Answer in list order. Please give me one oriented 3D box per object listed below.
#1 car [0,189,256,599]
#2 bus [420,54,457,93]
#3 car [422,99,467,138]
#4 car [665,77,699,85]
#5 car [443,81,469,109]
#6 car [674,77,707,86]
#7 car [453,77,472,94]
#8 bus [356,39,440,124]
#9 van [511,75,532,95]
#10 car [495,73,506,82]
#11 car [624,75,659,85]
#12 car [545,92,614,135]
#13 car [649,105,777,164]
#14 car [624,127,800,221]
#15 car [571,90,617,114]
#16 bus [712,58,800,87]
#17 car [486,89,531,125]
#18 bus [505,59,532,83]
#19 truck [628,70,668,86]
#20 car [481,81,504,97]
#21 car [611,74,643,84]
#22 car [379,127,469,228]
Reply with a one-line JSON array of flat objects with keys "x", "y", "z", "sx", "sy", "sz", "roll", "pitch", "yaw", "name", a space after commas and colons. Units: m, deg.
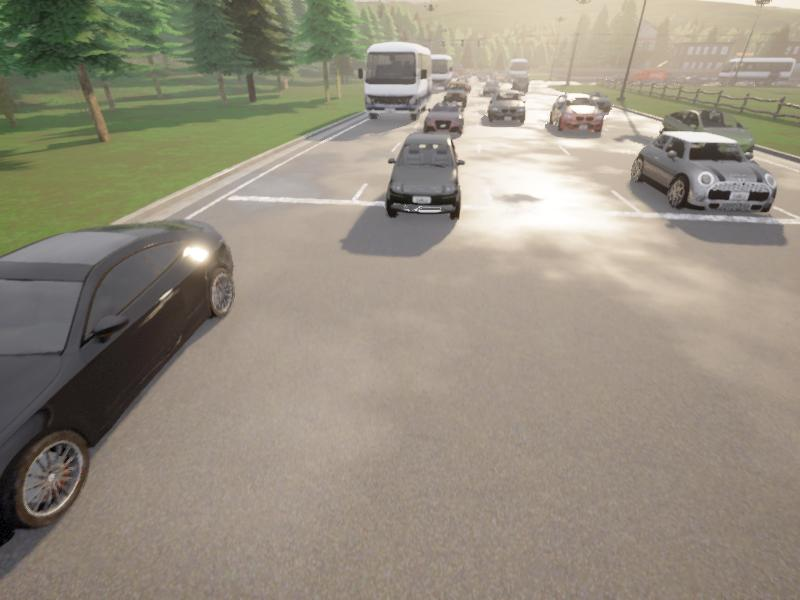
[{"x": -3.389, "y": 0.201, "z": 4.191, "sx": 1.812, "sy": 1.442, "sz": 4.674, "roll": 2, "pitch": 30, "yaw": 3, "name": "car"}, {"x": 5.470, "y": -31.420, "z": 55.374, "sx": 3.944, "sy": 4.253, "sz": 10.273, "roll": 5, "pitch": 31, "yaw": 8, "name": "bus"}, {"x": 2.396, "y": -9.599, "z": 21.003, "sx": 1.994, "sy": 1.385, "sz": 4.181, "roll": 5, "pitch": 31, "yaw": 8, "name": "car"}, {"x": 52.655, "y": -40.949, "z": 74.790, "sx": 4.718, "sy": 1.301, "sz": 1.895, "roll": 5, "pitch": 31, "yaw": 7, "name": "car"}, {"x": 4.702, "y": -17.152, "z": 33.374, "sx": 1.905, "sy": 1.878, "sz": 3.866, "roll": 5, "pitch": 31, "yaw": 8, "name": "car"}, {"x": 52.049, "y": -39.236, "z": 71.794, "sx": 4.181, "sy": 1.385, "sz": 1.994, "roll": 5, "pitch": 31, "yaw": 8, "name": "car"}, {"x": 8.070, "y": -27.640, "z": 51.494, "sx": 2.242, "sy": 1.667, "sz": 4.611, "roll": 5, "pitch": 31, "yaw": 8, "name": "car"}, {"x": 0.295, "y": -15.043, "z": 27.424, "sx": 3.944, "sy": 4.253, "sz": 10.273, "roll": 5, "pitch": 31, "yaw": 8, "name": "bus"}, {"x": 14.684, "y": -26.178, "z": 48.724, "sx": 1.775, "sy": 1.987, "sz": 4.442, "roll": 5, "pitch": 31, "yaw": 8, "name": "van"}, {"x": 21.472, "y": -47.695, "z": 85.845, "sx": 1.801, "sy": 1.575, "sz": 5.366, "roll": 5, "pitch": 31, "yaw": 8, "name": "car"}, {"x": 45.595, "y": -41.603, "z": 75.655, "sx": 4.902, "sy": 1.511, "sz": 2.128, "roll": 5, "pitch": 31, "yaw": 7, "name": "car"}, {"x": 9.684, "y": -10.358, "z": 22.037, "sx": 2.242, "sy": 1.667, "sz": 4.611, "roll": 5, "pitch": 31, "yaw": 8, "name": "car"}, {"x": 12.139, "y": -6.738, "z": 16.021, "sx": 2.007, "sy": 1.525, "sz": 4.514, "roll": 4, "pitch": 31, "yaw": 7, "name": "car"}, {"x": 7.764, "y": -3.429, "z": 10.405, "sx": 1.970, "sy": 1.475, "sz": 3.806, "roll": 4, "pitch": 31, "yaw": 6, "name": "car"}, {"x": 14.842, "y": -15.332, "z": 30.845, "sx": 1.994, "sy": 1.385, "sz": 4.181, "roll": 5, "pitch": 31, "yaw": 8, "name": "car"}, {"x": 61.820, "y": -39.643, "z": 69.691, "sx": 10.273, "sy": 4.253, "sz": 3.944, "roll": 5, "pitch": 31, "yaw": 7, "name": "bus"}, {"x": 6.760, "y": -12.335, "z": 25.391, "sx": 2.242, "sy": 1.667, "sz": 4.611, "roll": 5, "pitch": 31, "yaw": 8, "name": "car"}, {"x": 25.325, "y": -49.413, "z": 86.158, "sx": 3.944, "sy": 4.253, "sz": 10.273, "roll": 5, "pitch": 31, "yaw": 8, "name": "bus"}, {"x": 44.842, "y": -40.288, "z": 72.456, "sx": 5.204, "sy": 2.467, "sz": 2.627, "roll": 4, "pitch": 31, "yaw": 7, "name": "truck"}, {"x": 10.569, "y": -24.293, "z": 45.988, "sx": 2.163, "sy": 1.488, "sz": 4.792, "roll": 5, "pitch": 31, "yaw": 8, "name": "car"}, {"x": 46.210, "y": -45.190, "z": 81.664, "sx": 5.027, "sy": 1.651, "sz": 2.152, "roll": 4, "pitch": 31, "yaw": 7, "name": "car"}, {"x": 0.671, "y": -3.207, "z": 9.913, "sx": 1.789, "sy": 1.549, "sz": 3.705, "roll": 3, "pitch": 30, "yaw": 5, "name": "car"}]
